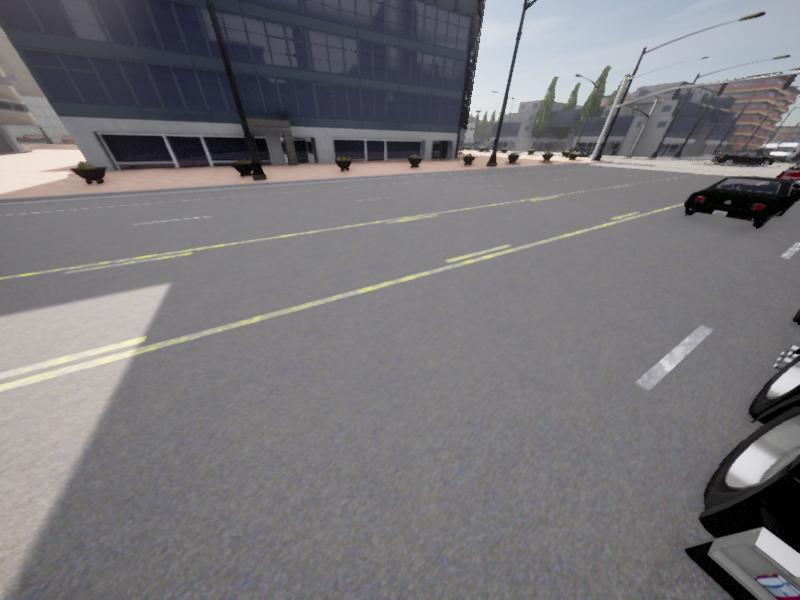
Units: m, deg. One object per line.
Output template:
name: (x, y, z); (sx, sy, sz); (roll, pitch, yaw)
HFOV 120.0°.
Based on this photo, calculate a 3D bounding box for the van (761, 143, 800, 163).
van: (59.986, -23.019, 36.114); (5.915, 2.561, 1.988); (-17, 38, -24)

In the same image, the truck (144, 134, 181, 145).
truck: (-62.468, -42.372, 60.990); (6.274, 2.098, 2.390); (-15, 38, -23)

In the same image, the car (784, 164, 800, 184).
car: (28.753, -8.813, 15.518); (5.238, 1.638, 1.930); (-17, 38, -24)

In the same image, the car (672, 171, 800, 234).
car: (12.314, -3.638, 8.196); (4.718, 1.301, 1.895); (-17, 38, -23)

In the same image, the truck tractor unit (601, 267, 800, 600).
truck tractor unit: (5.115, -0.296, 0.774); (6.516, 4.208, 3.053); (-18, 39, -24)

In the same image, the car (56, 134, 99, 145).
car: (-68.150, -34.014, 48.903); (4.553, 1.767, 2.097); (-15, 38, -23)

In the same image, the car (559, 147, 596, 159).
car: (29.157, -24.288, 38.045); (1.816, 1.474, 4.193); (-16, 38, -23)

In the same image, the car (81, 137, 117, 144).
car: (-70.801, -37.535, 54.380); (4.718, 1.301, 1.895); (-15, 38, -23)

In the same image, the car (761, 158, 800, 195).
car: (22.707, -6.911, 12.838); (4.193, 1.474, 1.816); (-17, 38, -23)

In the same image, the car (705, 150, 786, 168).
car: (40.895, -16.862, 27.549); (5.008, 1.535, 1.882); (14, 37, 18)
